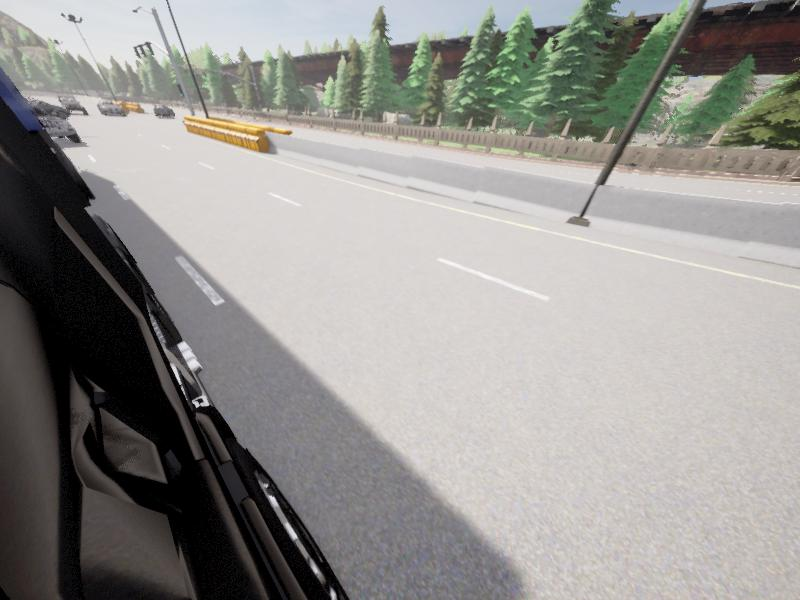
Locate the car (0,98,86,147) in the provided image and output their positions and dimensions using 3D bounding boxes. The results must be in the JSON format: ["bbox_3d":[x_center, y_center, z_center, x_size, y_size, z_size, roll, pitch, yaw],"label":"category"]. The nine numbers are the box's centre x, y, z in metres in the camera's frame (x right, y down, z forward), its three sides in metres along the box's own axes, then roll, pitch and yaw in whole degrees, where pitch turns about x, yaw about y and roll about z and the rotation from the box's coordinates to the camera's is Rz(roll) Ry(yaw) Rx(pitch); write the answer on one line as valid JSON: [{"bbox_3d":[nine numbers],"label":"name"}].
[{"bbox_3d":[-20.633,-10.029,13.004,4.605,1.855,1.932,22,42,21],"label":"car"}]

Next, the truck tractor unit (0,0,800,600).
[{"bbox_3d":[-2.645,-0.295,0.351,6.516,4.208,3.053,28,44,30],"label":"truck tractor unit"}]

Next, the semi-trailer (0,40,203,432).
[{"bbox_3d":[-8.727,-3.652,4.097,14.254,4.402,2.717,29,44,29],"label":"semi-trailer"}]

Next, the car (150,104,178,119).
[{"bbox_3d":[-36.145,-28.917,35.427,1.845,1.501,3.633,-13,42,-21],"label":"car"}]

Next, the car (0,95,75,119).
[{"bbox_3d":[-36.870,-19.463,23.393,1.851,1.617,3.988,19,41,17],"label":"car"}]

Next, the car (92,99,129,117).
[{"bbox_3d":[-40.036,-26.499,31.903,5.027,1.651,2.152,30,45,29],"label":"car"}]

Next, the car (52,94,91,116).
[{"bbox_3d":[-40.802,-24.191,28.703,3.866,1.878,1.905,30,45,29],"label":"car"}]
